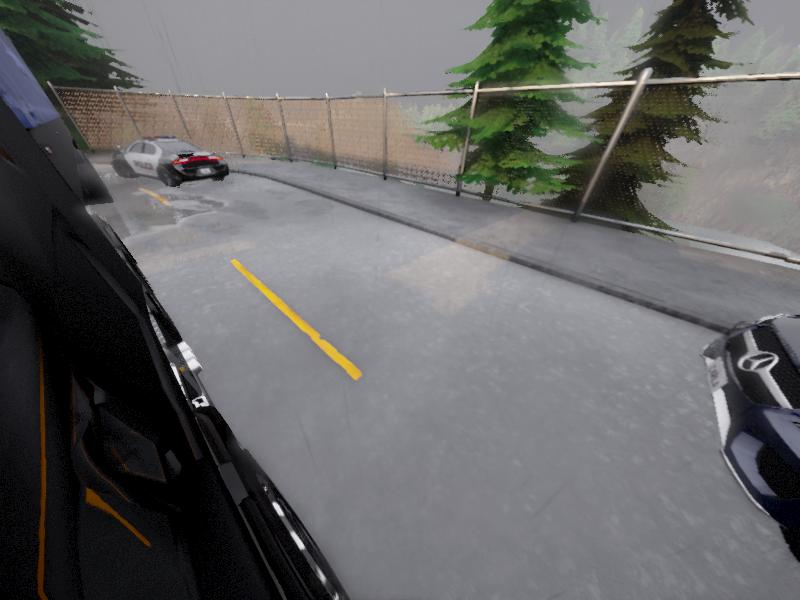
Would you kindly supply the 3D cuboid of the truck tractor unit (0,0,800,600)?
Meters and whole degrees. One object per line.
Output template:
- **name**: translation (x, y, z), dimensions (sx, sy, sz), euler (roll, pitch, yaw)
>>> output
- **truck tractor unit**: translation (-2.645, -0.295, 0.351), dimensions (6.516, 4.208, 3.053), euler (28, 44, 30)

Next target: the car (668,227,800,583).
- **car**: translation (4.734, 1.504, 0.613), dimensions (5.027, 1.651, 2.152), euler (30, 45, 31)

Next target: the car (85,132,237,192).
- **car**: translation (-9.607, -5.766, 9.433), dimensions (4.974, 1.542, 2.038), euler (17, 40, 18)

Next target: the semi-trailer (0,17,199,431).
- **semi-trailer**: translation (-8.580, -3.690, 4.329), dimensions (14.254, 4.402, 2.717), euler (30, 44, 31)
